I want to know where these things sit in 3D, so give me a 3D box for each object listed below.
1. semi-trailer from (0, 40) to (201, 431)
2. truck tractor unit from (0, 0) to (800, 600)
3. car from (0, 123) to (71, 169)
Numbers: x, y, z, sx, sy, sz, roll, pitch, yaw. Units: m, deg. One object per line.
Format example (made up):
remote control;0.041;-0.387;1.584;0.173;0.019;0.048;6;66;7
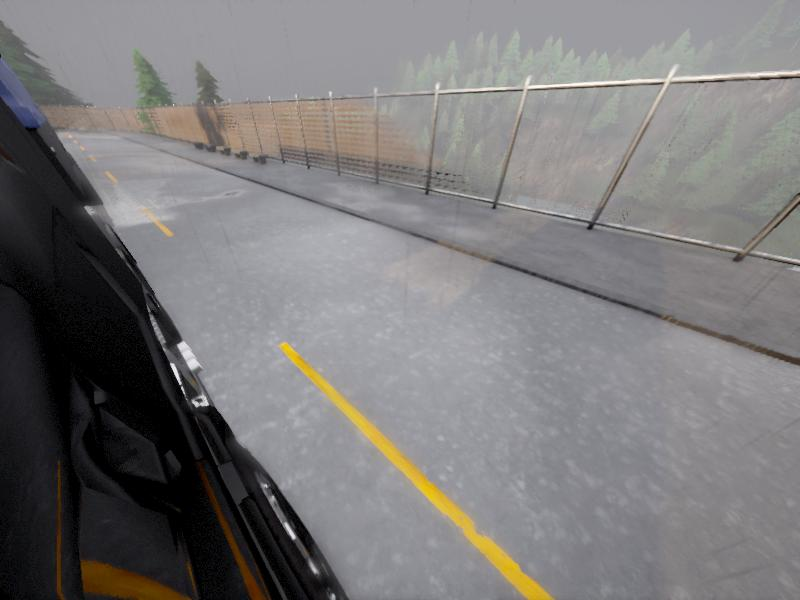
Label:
semi-trailer;-8.704;-3.584;4.247;14.254;4.402;2.717;28;43;30
truck tractor unit;-2.645;-0.295;0.351;6.516;4.208;3.053;28;44;30
car;-19.745;-8.282;12.245;5.238;1.638;1.930;28;43;30
